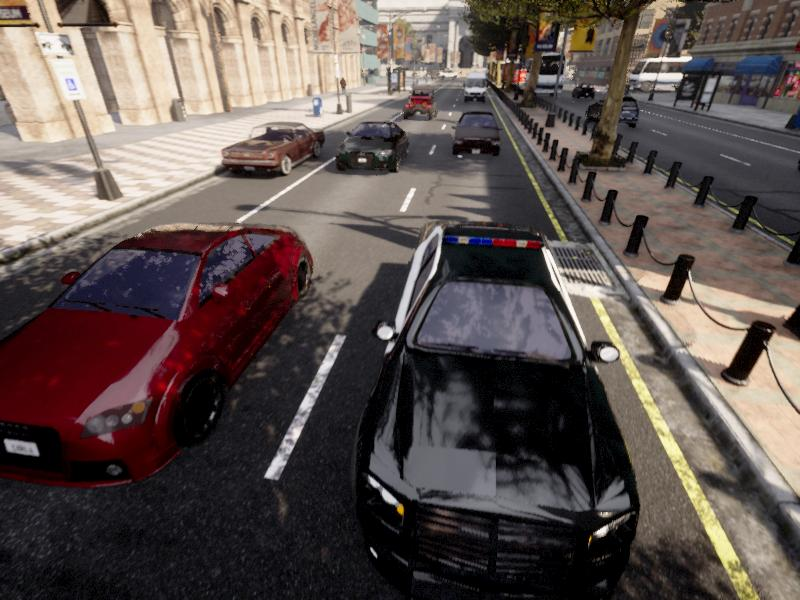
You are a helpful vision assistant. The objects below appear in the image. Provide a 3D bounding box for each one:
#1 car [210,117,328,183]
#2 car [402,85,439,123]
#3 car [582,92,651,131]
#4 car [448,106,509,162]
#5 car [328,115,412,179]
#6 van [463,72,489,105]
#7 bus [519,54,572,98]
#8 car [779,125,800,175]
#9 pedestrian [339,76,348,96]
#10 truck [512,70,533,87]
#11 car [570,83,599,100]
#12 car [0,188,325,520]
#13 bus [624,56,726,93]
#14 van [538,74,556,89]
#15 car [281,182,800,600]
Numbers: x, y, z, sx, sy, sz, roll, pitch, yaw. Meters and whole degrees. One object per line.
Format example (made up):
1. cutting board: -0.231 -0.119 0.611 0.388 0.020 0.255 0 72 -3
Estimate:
1. car: -4.182 -5.312 13.733 1.895 1.301 4.718 5 31 8
2. car: 1.378 -12.751 25.906 1.905 1.878 3.866 5 31 8
3. car: 12.685 -11.352 23.876 2.033 1.649 4.856 4 31 7
4. car: 3.212 -7.103 16.769 2.033 1.411 5.357 5 31 8
5. car: -0.851 -5.456 13.946 1.994 1.385 4.181 5 31 8
6. van: 7.252 -20.400 38.376 1.988 2.561 5.915 5 31 8
7. bus: 17.125 -27.095 48.206 3.944 4.253 10.273 5 31 8
8. car: 13.855 -3.930 11.313 2.038 1.542 4.974 5 31 8
9. pedestrian: -6.159 -23.326 43.577 0.751 1.860 0.751 3 30 4
10. truck: 20.994 -38.214 68.983 2.627 2.467 5.204 5 31 8
11. car: 19.732 -22.476 43.022 1.845 1.501 3.633 5 30 8
12. car: -2.565 -0.022 4.655 1.994 1.385 4.181 5 31 8
13. bus: 38.001 -31.550 55.984 10.273 4.253 3.944 4 31 7
14. van: 23.767 -35.554 64.940 1.775 1.987 4.442 5 31 8
15. car: 0.875 0.220 4.115 2.038 1.542 4.974 5 30 8
